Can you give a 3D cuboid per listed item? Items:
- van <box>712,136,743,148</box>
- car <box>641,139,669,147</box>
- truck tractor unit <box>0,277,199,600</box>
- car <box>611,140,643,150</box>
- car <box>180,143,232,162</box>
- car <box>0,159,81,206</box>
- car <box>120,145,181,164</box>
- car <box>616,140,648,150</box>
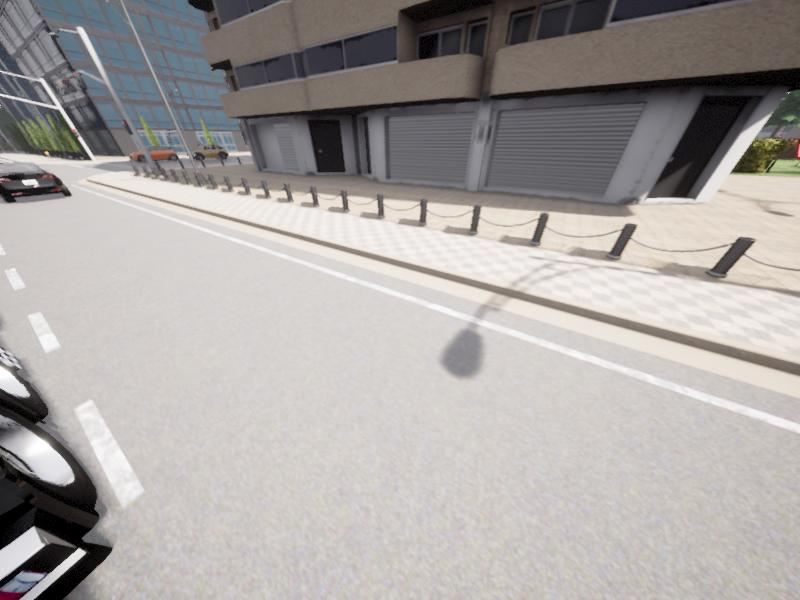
[{"bbox_3d":[84.814,-41.037,59.997,2.351,2.431,6.366,20,40,26],"label":"van"},{"bbox_3d":[71.553,-44.190,64.859,4.605,1.855,1.932,19,39,25],"label":"car"},{"bbox_3d":[-5.135,-0.275,0.748,6.516,4.208,3.053,17,39,23],"label":"truck tractor unit"},{"bbox_3d":[50.706,-34.786,51.824,4.605,1.855,1.932,19,39,25],"label":"car"},{"bbox_3d":[-25.500,-19.587,30.598,1.932,1.855,4.605,19,39,26],"label":"car"},{"bbox_3d":[-18.450,-5.884,11.312,4.792,1.488,2.163,19,39,25],"label":"car"},{"bbox_3d":[-30.966,-18.298,28.871,2.097,1.767,4.553,20,40,26],"label":"car"},{"bbox_3d":[53.780,-36.074,53.645,4.605,1.855,1.932,19,39,25],"label":"car"}]
